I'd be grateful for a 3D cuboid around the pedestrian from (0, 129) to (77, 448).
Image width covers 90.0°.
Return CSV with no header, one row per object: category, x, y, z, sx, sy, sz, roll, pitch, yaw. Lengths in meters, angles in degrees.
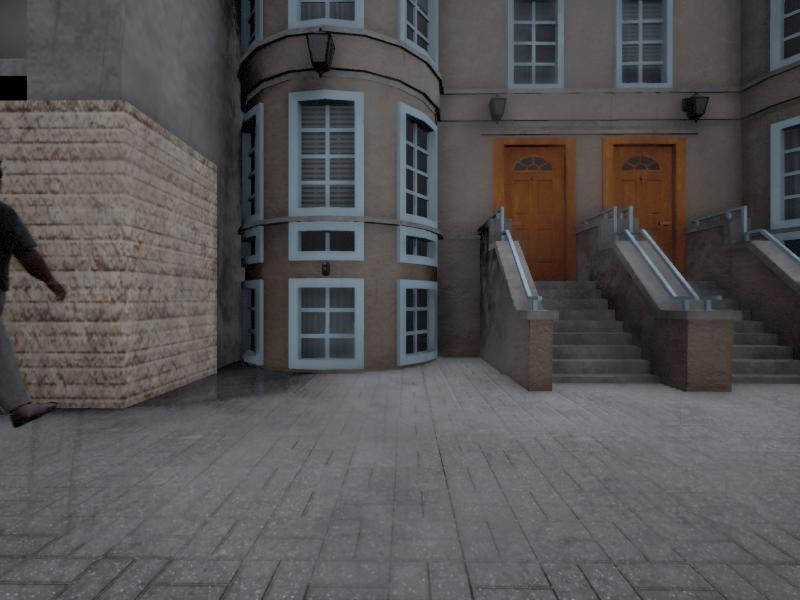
pedestrian,-2.705,-0.067,2.510,0.751,1.860,0.751,0,0,1
